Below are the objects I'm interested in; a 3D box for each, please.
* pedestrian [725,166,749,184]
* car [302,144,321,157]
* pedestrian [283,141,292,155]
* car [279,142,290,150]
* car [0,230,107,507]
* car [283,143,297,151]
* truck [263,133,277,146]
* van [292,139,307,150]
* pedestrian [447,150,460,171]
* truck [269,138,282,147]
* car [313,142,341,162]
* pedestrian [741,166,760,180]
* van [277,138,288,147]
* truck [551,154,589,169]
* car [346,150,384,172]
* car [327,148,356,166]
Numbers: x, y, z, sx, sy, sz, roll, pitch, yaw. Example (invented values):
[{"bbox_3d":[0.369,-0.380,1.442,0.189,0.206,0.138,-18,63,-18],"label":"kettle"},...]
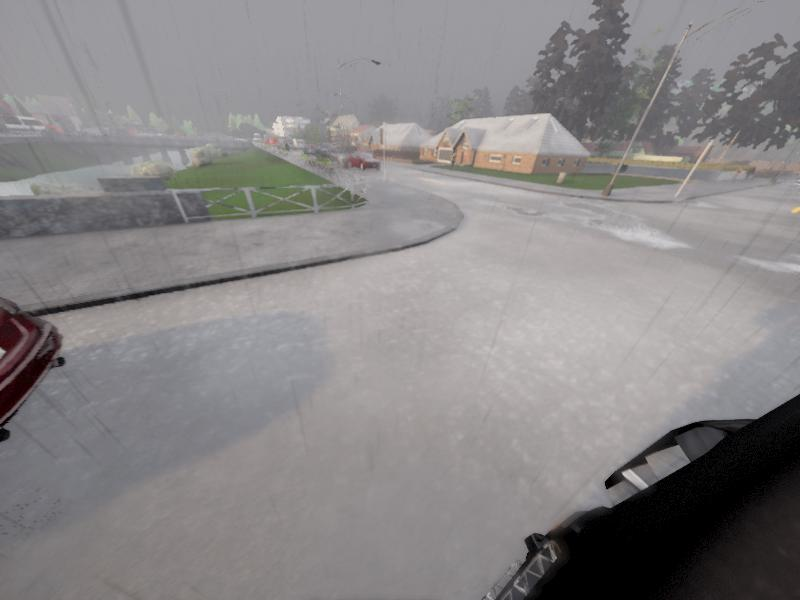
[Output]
[{"bbox_3d":[40.941,-15.232,28.079,0.751,1.860,0.751,-15,38,-24],"label":"pedestrian"},{"bbox_3d":[-15.098,-25.421,39.311,1.851,1.617,3.988,-16,38,-26],"label":"car"},{"bbox_3d":[-18.344,-24.803,37.668,0.751,1.860,0.751,-16,38,-26],"label":"pedestrian"},{"bbox_3d":[-30.940,-41.219,61.717,1.789,1.549,3.705,-16,38,-26],"label":"car"},{"bbox_3d":[-4.961,0.938,0.898,4.181,1.385,1.994,-16,38,-26],"label":"car"},{"bbox_3d":[-26.063,-36.332,54.830,2.038,1.542,4.974,-16,38,-26],"label":"car"},{"bbox_3d":[-48.116,-59.349,85.434,2.891,3.827,8.468,-16,38,-26],"label":"truck"},{"bbox_3d":[-27.885,-42.990,63.830,2.351,2.431,6.366,-16,38,-26],"label":"van"},{"bbox_3d":[5.760,-15.021,24.955,0.751,1.860,0.751,-16,38,-26],"label":"pedestrian"},{"bbox_3d":[-40.643,-51.301,75.213,2.627,2.467,5.204,-16,38,-26],"label":"truck"},{"bbox_3d":[-10.350,-20.874,32.492,2.150,2.045,5.566,-16,38,-26],"label":"car"},{"bbox_3d":[54.405,-19.719,35.851,0.751,1.860,0.751,-18,39,-28],"label":"pedestrian"},{"bbox_3d":[-43.836,-58.912,86.379,2.351,2.431,6.366,-16,38,-26],"label":"van"},{"bbox_3d":[29.366,-24.025,40.033,2.069,2.038,4.478,-16,38,-26],"label":"truck"},{"bbox_3d":[-3.578,-13.926,23.095,1.882,1.535,5.008,-16,38,-26],"label":"car"},{"bbox_3d":[-7.128,-17.432,28.067,2.007,1.525,4.514,-16,38,-26],"label":"car"}]
